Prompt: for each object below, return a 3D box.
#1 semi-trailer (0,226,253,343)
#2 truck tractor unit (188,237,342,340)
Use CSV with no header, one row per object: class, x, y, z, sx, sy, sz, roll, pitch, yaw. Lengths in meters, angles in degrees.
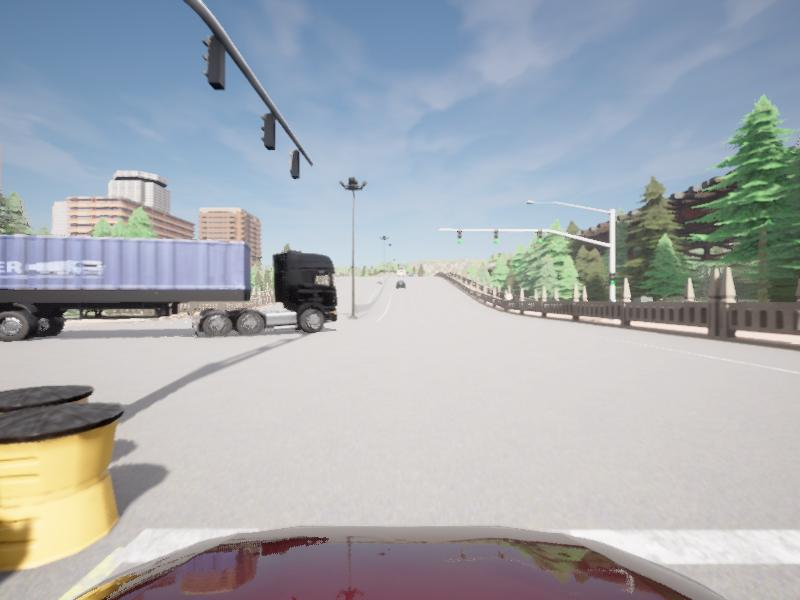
semi-trailer,-13.886,-0.598,16.801,14.254,4.402,2.717,0,0,-15
truck tractor unit,-6.465,-0.493,19.380,6.516,4.208,3.053,0,0,-32
